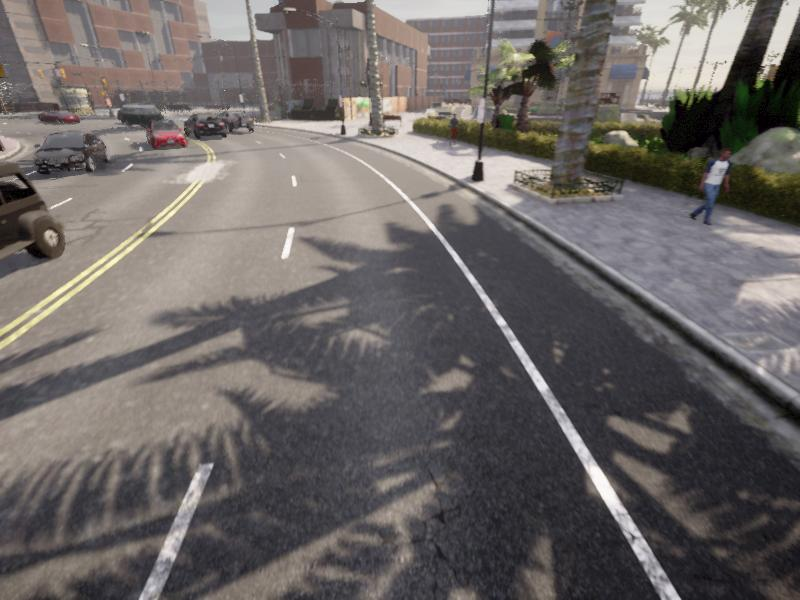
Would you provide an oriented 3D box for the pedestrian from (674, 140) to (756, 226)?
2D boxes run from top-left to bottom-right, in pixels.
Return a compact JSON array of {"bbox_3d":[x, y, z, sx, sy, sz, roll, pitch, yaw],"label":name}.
[{"bbox_3d":[7.494,-2.808,9.608,0.751,1.860,0.751,-2,27,-4],"label":"pedestrian"}]

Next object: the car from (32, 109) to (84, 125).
[{"bbox_3d":[-36.998,-19.835,43.301,4.181,1.385,1.994,9,29,16],"label":"car"}]

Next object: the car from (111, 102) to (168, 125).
[{"bbox_3d":[-28.369,-20.367,43.611,5.566,2.045,2.150,13,30,24],"label":"car"}]

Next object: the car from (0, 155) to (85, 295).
[{"bbox_3d":[-7.757,-1.181,6.773,1.905,1.878,3.866,-4,28,-8],"label":"car"}]

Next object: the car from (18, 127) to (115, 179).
[{"bbox_3d":[-14.391,-6.590,17.635,1.837,1.490,4.892,-10,29,-20],"label":"car"}]

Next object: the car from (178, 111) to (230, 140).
[{"bbox_3d":[-14.999,-13.356,30.519,2.242,1.667,4.611,-20,33,-33],"label":"car"}]

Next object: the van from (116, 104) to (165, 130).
[{"bbox_3d":[-24.757,-17.481,38.120,4.442,1.987,1.775,17,32,30],"label":"van"}]

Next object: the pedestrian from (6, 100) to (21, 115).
[{"bbox_3d":[-55.887,-27.893,57.901,0.751,1.860,0.751,1,27,1],"label":"pedestrian"}]

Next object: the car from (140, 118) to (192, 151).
[{"bbox_3d":[-14.670,-10.404,24.971,2.007,1.525,4.514,-17,32,-30],"label":"car"}]

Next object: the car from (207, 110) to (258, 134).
[{"bbox_3d":[-14.597,-15.523,34.758,2.152,1.651,5.027,-23,35,-37],"label":"car"}]

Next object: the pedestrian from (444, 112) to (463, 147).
[{"bbox_3d":[3.198,-10.186,23.853,0.751,1.860,0.751,-9,29,-16],"label":"pedestrian"}]
